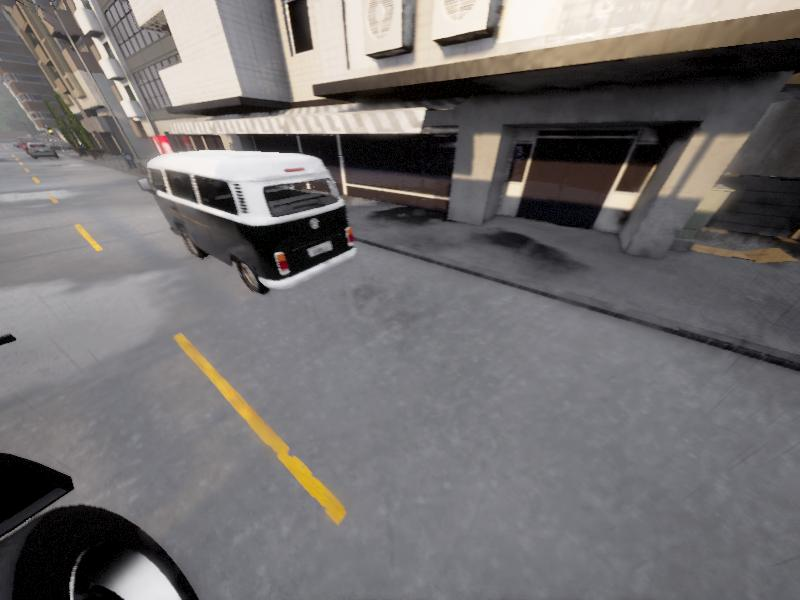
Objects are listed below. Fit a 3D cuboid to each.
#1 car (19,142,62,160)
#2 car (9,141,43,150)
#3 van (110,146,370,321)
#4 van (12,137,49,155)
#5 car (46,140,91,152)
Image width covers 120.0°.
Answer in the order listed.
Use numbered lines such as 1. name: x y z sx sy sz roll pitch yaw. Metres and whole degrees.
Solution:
1. car: -41.155 -17.112 26.453 3.806 1.475 1.970 22 41 28
2. car: -68.336 -28.296 42.170 4.718 1.301 1.895 14 37 18
3. van: -3.043 -1.753 4.588 4.480 2.038 2.069 22 41 28
4. van: -51.175 -21.421 32.014 4.442 1.987 1.775 22 41 28
5. car: -55.908 -26.071 39.069 1.970 1.475 3.806 1 35 1
